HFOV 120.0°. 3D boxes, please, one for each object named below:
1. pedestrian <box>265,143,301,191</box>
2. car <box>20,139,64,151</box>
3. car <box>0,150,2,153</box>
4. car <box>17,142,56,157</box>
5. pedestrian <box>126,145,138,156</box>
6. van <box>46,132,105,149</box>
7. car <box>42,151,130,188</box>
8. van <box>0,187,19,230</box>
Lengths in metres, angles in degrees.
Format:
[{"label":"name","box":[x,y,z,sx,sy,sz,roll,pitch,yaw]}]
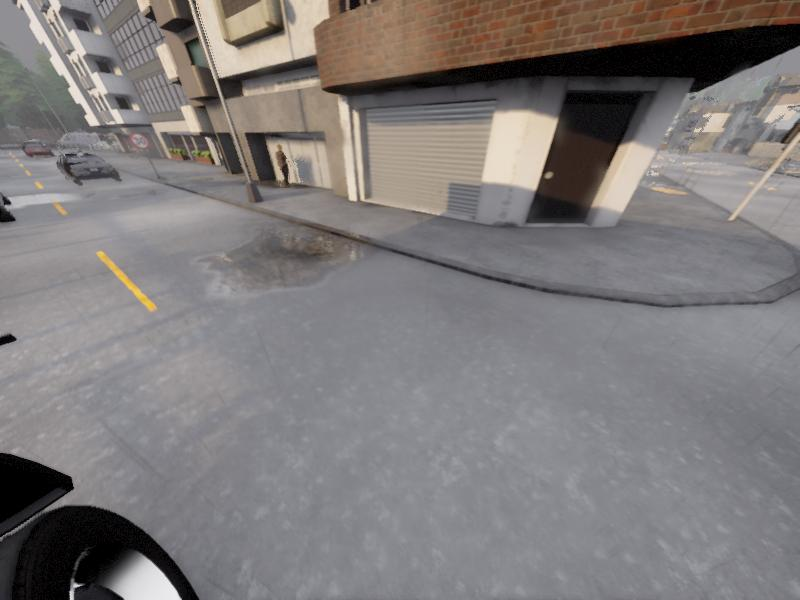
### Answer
[{"label":"pedestrian","box":[-5.431,-6.238,10.823,0.751,1.860,0.751,23,41,28]},{"label":"car","box":[-60.110,-26.108,38.917,1.837,1.490,4.892,-17,39,-20]},{"label":"car","box":[-59.072,-21.690,32.559,5.027,1.651,2.152,26,42,31]},{"label":"car","box":[-45.347,-18.777,28.804,4.181,1.385,1.994,22,41,28]},{"label":"pedestrian","box":[-32.443,-18.047,27.962,0.500,1.100,0.500,-27,44,-33]},{"label":"van","box":[-62.916,-31.113,45.061,1.988,2.561,5.915,17,39,23]},{"label":"car","box":[-18.227,-7.698,13.392,5.357,1.411,2.033,22,41,28]},{"label":"van","box":[-14.356,-3.762,6.871,5.915,2.561,1.988,22,41,28]}]
